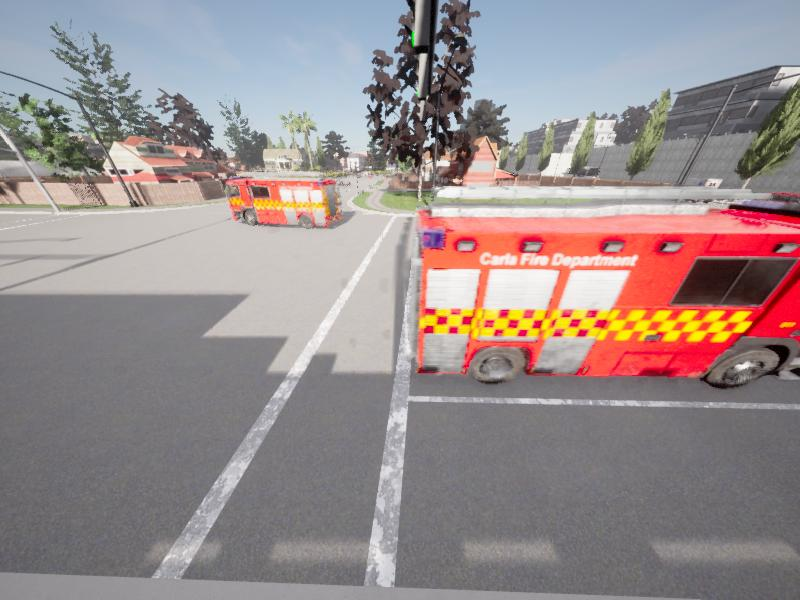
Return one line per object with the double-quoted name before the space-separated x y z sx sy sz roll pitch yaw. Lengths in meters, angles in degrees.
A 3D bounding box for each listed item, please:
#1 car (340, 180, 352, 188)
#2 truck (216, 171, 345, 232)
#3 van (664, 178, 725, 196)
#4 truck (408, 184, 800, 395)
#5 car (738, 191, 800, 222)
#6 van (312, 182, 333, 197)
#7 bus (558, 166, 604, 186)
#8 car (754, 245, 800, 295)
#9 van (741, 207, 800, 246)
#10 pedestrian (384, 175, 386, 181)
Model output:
"car" -12.772 -27.634 54.973 1.895 1.301 4.718 0 30 0
"truck" -9.127 -7.980 18.389 8.468 3.827 2.891 7 31 11
"van" 51.504 -20.078 40.745 2.351 2.431 6.366 0 30 1
"truck" 4.473 -0.406 5.284 8.468 3.827 2.891 1 30 1
"car" 36.131 -8.518 21.108 2.150 2.045 5.566 1 31 2
"van" -12.725 -18.403 38.296 1.775 1.987 4.442 0 30 0
"bus" 48.263 -33.635 62.436 3.944 4.253 10.273 0 31 1
"car" 17.614 -1.012 8.620 5.008 1.535 1.882 1 30 1
"van" 25.425 -4.613 14.403 4.442 1.987 1.775 1 30 1
"pedestrian" -4.718 -38.412 72.735 0.751 1.860 0.751 -2 30 -3
